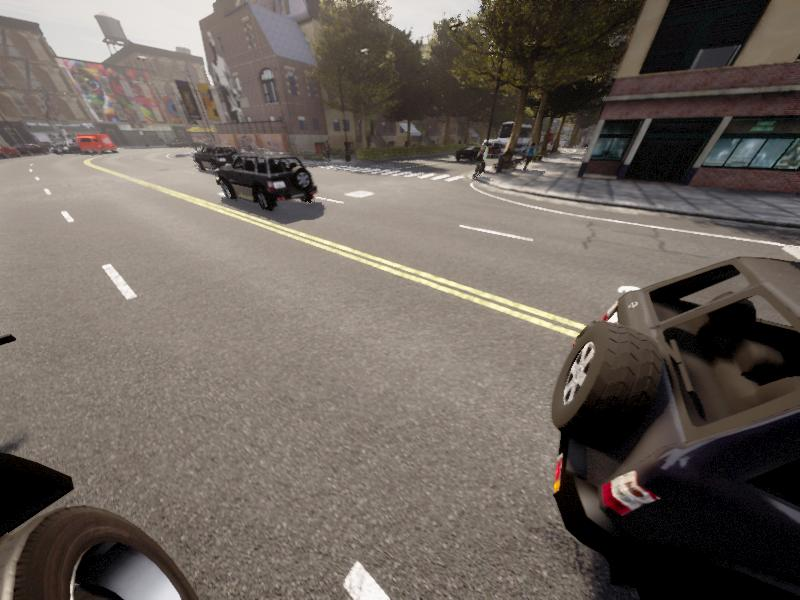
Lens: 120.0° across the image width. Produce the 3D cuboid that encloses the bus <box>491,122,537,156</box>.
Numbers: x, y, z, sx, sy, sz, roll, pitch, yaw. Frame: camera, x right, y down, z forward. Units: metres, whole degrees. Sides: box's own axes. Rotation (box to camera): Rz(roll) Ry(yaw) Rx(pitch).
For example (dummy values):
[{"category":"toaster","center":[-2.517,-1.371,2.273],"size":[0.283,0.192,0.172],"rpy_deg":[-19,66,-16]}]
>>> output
[{"category":"bus","center":[19.802,-27.772,39.794],"size":[3.944,4.253,10.273],"rpy_deg":[22,41,28]}]

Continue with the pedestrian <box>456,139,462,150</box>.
[{"category":"pedestrian","center":[12.411,-32.630,48.400],"size":[0.751,1.860,0.751],"rpy_deg":[22,40,27]}]

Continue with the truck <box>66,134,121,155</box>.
[{"category":"truck","center":[-45.032,-23.052,34.168],"size":[2.627,2.467,5.204],"rpy_deg":[-16,38,-22]}]

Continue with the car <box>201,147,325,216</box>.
[{"category":"car","center":[-5.420,-4.881,9.174],"size":[4.605,1.855,1.932],"rpy_deg":[23,41,29]}]

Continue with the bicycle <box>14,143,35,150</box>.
[{"category":"bicycle","center":[-66.265,-27.134,40.830],"size":[0.373,1.024,1.643],"rpy_deg":[13,36,34]}]

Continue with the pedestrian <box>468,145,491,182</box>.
[{"category":"pedestrian","center":[4.842,-8.324,14.101],"size":[0.751,1.860,0.751],"rpy_deg":[23,41,29]}]

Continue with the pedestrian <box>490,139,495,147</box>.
[{"category":"pedestrian","center":[26.454,-45.056,66.138],"size":[0.751,1.860,0.751],"rpy_deg":[28,43,33]}]

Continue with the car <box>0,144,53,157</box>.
[{"category":"car","center":[-50.525,-20.349,31.305],"size":[1.895,1.301,4.718],"rpy_deg":[-15,38,-20]}]

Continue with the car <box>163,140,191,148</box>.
[{"category":"car","center":[-53.257,-37.310,55.233],"size":[2.007,1.525,4.514],"rpy_deg":[5,35,7]}]

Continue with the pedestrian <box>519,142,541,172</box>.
[{"category":"pedestrian","center":[9.695,-10.738,17.306],"size":[0.751,1.860,0.751],"rpy_deg":[26,43,32]}]

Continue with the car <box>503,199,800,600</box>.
[{"category":"car","center":[3.167,1.162,0.661],"size":[4.605,1.855,1.932],"rpy_deg":[22,41,28]}]

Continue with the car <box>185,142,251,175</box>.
[{"category":"car","center":[-13.845,-10.847,17.582],"size":[4.605,1.855,1.932],"rpy_deg":[22,41,28]}]

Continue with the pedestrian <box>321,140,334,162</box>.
[{"category":"pedestrian","center":[-7.199,-14.863,23.040],"size":[0.751,1.860,0.751],"rpy_deg":[7,36,10]}]

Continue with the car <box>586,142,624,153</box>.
[{"category":"car","center":[39.929,-29.807,45.139],"size":[5.366,1.575,1.801],"rpy_deg":[22,40,27]}]

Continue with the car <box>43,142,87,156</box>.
[{"category":"car","center":[-48.344,-21.927,33.486],"size":[1.970,1.475,3.806],"rpy_deg":[-16,38,-22]}]

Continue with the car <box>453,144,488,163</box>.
[{"category":"car","center":[8.272,-17.211,26.980],"size":[1.930,1.638,5.238],"rpy_deg":[22,41,28]}]

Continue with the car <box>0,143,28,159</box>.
[{"category":"car","center":[-47.465,-17.610,27.308],"size":[2.002,1.452,4.674],"rpy_deg":[-22,41,-28]}]

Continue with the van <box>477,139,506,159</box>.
[{"category":"van","center":[12.716,-20.991,32.036],"size":[2.069,2.038,4.480],"rpy_deg":[22,41,28]}]

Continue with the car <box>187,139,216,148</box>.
[{"category":"car","center":[-46.347,-36.609,54.125],"size":[1.930,1.638,5.238],"rpy_deg":[5,35,7]}]
